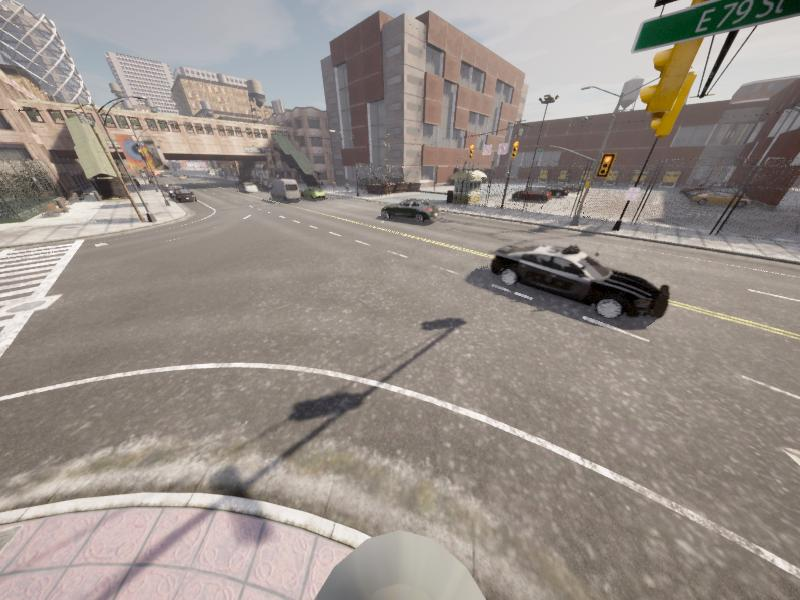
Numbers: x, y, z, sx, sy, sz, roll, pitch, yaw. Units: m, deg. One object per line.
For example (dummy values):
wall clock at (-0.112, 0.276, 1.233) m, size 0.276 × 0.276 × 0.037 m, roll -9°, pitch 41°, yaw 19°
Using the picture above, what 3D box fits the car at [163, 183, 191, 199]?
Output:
car at (-33.366, -16.355, 34.546) m, size 2.185 × 1.767 × 4.553 m, roll -27°, pitch 39°, yaw -38°

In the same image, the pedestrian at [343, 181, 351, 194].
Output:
pedestrian at (-8.524, -18.279, 37.452) m, size 0.751 × 1.860 × 0.751 m, roll 21°, pitch 36°, yaw 31°

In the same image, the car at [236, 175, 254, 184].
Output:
car at (-42.132, -32.797, 62.773) m, size 2.435 × 2.045 × 5.566 m, roll -27°, pitch 39°, yaw -38°

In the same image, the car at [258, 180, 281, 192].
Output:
car at (-24.775, -21.579, 43.735) m, size 2.033 × 1.649 × 4.856 m, roll -26°, pitch 39°, yaw -37°

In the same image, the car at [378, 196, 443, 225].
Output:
car at (0.837, -7.721, 19.757) m, size 5.027 × 1.651 × 2.152 m, roll 18°, pitch 34°, yaw 28°

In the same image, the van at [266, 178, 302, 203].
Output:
van at (-15.797, -14.934, 31.332) m, size 1.988 × 2.561 × 5.915 m, roll -26°, pitch 39°, yaw -37°

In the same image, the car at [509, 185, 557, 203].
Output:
car at (17.025, -13.733, 29.804) m, size 2.185 × 1.767 × 4.553 m, roll -27°, pitch 39°, yaw -38°

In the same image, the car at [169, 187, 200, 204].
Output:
car at (-28.751, -14.010, 30.735) m, size 2.097 × 1.535 × 5.008 m, roll -27°, pitch 39°, yaw -38°

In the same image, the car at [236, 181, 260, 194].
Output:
car at (-27.731, -20.538, 42.040) m, size 2.242 × 1.667 × 4.611 m, roll -26°, pitch 39°, yaw -37°

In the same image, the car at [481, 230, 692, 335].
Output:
car at (5.879, -1.028, 8.144) m, size 1.930 × 1.638 × 5.238 m, roll -25°, pitch 38°, yaw -36°

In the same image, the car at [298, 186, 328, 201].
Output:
car at (-12.421, -15.274, 32.934) m, size 2.007 × 1.525 × 4.514 m, roll -26°, pitch 39°, yaw -37°
